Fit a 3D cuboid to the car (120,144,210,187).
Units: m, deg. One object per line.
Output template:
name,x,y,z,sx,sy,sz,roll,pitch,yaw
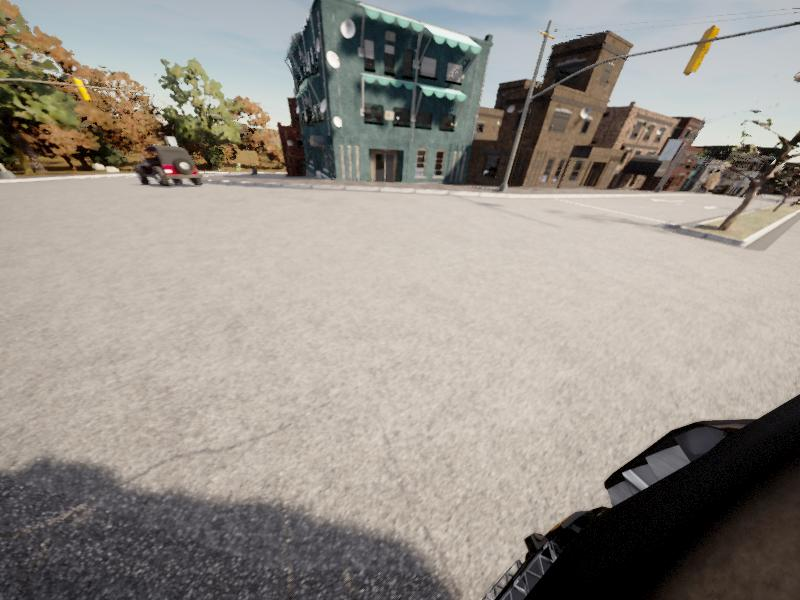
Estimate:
car,-13.261,-7.563,13.107,3.866,1.878,1.905,15,32,24
